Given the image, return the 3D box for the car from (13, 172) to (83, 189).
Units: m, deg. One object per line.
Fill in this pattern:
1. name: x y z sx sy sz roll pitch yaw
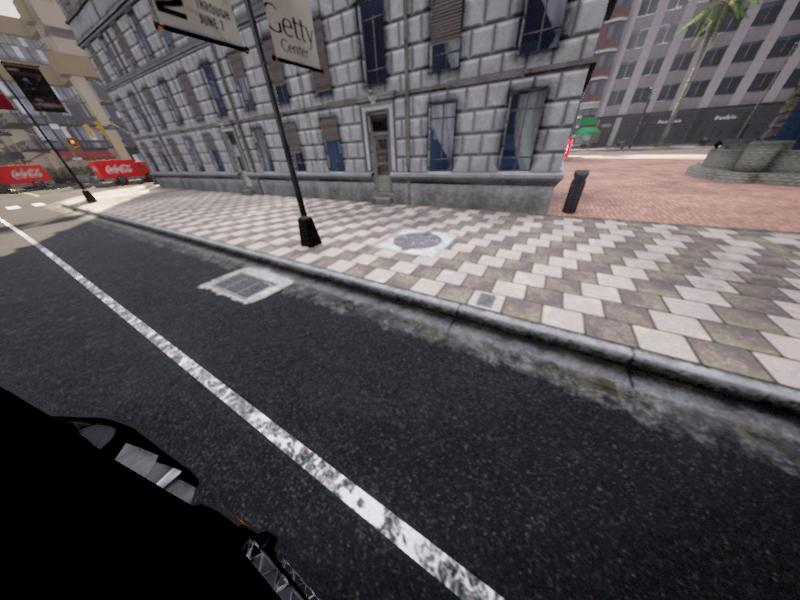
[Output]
1. car: -45.089 -15.421 29.715 1.812 1.442 4.674 16 38 26

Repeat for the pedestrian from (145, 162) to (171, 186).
1. pedestrian: -22.370 -11.630 21.403 0.751 1.860 0.751 16 38 27

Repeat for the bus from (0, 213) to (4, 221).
1. bus: -25.532 -6.138 11.522 10.273 4.253 3.944 17 39 28

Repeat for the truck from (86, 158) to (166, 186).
1. truck: -32.752 -15.486 27.856 2.627 2.467 5.204 16 38 26

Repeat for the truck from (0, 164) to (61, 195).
1. truck: -42.118 -13.004 24.887 2.627 2.467 5.204 3 34 10
